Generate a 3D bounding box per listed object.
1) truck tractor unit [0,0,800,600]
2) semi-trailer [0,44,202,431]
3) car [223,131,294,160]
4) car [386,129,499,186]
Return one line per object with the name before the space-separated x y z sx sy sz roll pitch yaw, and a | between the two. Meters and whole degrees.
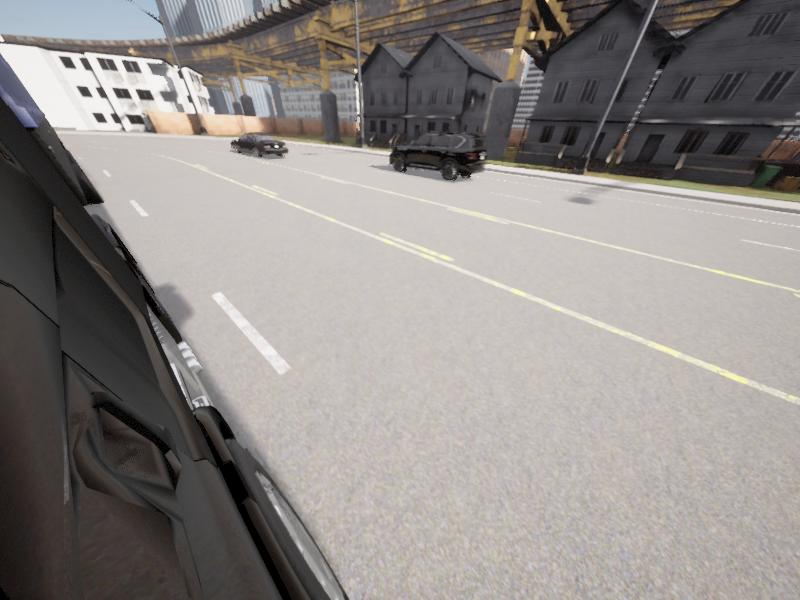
truck tractor unit | -2.645 -0.295 0.352 6.516 4.208 3.053 28 44 30
semi-trailer | -8.694 -3.612 4.227 14.254 4.402 2.717 28 44 30
car | -10.573 -11.572 17.203 5.357 1.411 2.033 25 43 27
car | 1.986 -7.979 12.663 5.566 2.045 2.150 28 44 30
